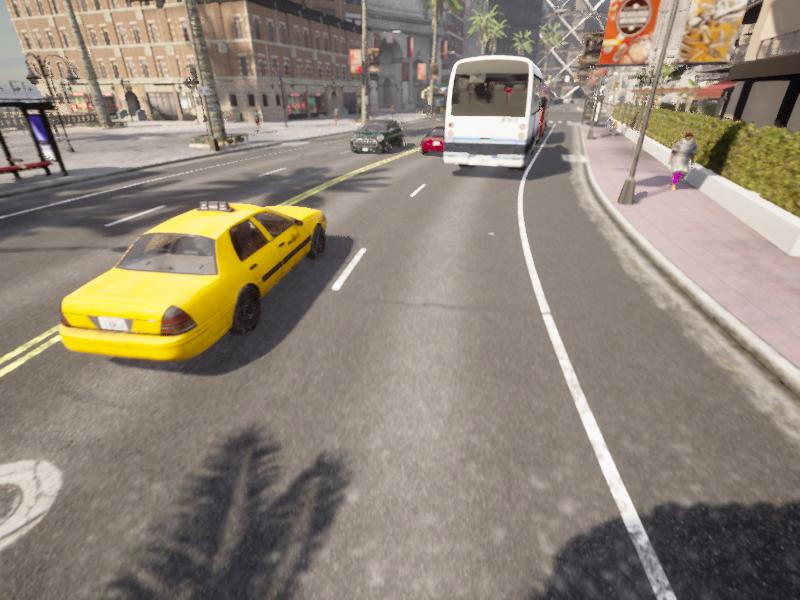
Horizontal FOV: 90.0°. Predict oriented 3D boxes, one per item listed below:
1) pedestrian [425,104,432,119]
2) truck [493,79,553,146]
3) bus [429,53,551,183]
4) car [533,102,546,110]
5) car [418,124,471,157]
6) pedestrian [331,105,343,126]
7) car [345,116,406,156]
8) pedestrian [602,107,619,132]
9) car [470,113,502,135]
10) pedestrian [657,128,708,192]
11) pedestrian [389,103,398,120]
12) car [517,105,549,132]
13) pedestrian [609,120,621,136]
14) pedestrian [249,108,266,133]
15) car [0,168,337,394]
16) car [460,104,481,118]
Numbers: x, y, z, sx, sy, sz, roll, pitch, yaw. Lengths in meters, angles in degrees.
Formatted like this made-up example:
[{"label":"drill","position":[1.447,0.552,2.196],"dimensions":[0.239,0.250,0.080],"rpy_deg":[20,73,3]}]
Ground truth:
[{"label":"pedestrian","position":[3.749,-25.032,53.145],"dimensions":[0.751,1.860,0.751],"rpy_deg":[0,27,-1]},{"label":"truck","position":[9.155,-13.843,29.329],"dimensions":[2.891,3.827,8.468],"rpy_deg":[10,29,19]},{"label":"bus","position":[4.754,-8.868,19.198],"dimensions":[3.944,4.253,10.273],"rpy_deg":[9,29,17]},{"label":"car","position":[31.061,-43.310,89.173],"dimensions":[2.128,1.511,4.902],"rpy_deg":[10,29,19]},{"label":"car","position":[2.685,-9.421,23.421],"dimensions":[1.994,1.385,4.181],"rpy_deg":[10,29,18]},{"label":"pedestrian","position":[-6.409,-18.763,40.642],"dimensions":[0.751,1.860,0.751],"rpy_deg":[13,30,23]},{"label":"car","position":[-1.284,-9.804,23.697],"dimensions":[2.097,1.767,4.553],"rpy_deg":[8,28,15]},{"label":"pedestrian","position":[17.684,-15.175,33.680],"dimensions":[0.751,1.860,0.751],"rpy_deg":[7,28,13]},{"label":"car","position":[7.552,-15.351,34.823],"dimensions":[1.970,1.475,3.806],"rpy_deg":[10,29,18]},{"label":"pedestrian","position":[9.177,-4.561,13.061],"dimensions":[0.751,1.860,0.751],"rpy_deg":[9,29,18]},{"label":"pedestrian","position":[-0.787,-23.227,49.313],"dimensions":[0.751,1.860,0.751],"rpy_deg":[22,34,36]},{"label":"car","position":[12.644,-17.216,37.824],"dimensions":[2.150,2.045,5.566],"rpy_deg":[10,29,19]},{"label":"pedestrian","position":[16.499,-13.219,30.710],"dimensions":[0.500,1.100,0.500],"rpy_deg":[10,29,18]},{"label":"pedestrian","position":[-11.638,-14.634,32.620],"dimensions":[0.751,1.860,0.751],"rpy_deg":[8,28,15]},{"label":"car","position":[-2.767,-0.912,6.660],"dimensions":[1.801,1.575,5.366],"rpy_deg":[4,28,8]},{"label":"car","position":[10.393,-27.739,58.707],"dimensions":[1.930,1.638,5.238],"rpy_deg":[10,29,19]}]
